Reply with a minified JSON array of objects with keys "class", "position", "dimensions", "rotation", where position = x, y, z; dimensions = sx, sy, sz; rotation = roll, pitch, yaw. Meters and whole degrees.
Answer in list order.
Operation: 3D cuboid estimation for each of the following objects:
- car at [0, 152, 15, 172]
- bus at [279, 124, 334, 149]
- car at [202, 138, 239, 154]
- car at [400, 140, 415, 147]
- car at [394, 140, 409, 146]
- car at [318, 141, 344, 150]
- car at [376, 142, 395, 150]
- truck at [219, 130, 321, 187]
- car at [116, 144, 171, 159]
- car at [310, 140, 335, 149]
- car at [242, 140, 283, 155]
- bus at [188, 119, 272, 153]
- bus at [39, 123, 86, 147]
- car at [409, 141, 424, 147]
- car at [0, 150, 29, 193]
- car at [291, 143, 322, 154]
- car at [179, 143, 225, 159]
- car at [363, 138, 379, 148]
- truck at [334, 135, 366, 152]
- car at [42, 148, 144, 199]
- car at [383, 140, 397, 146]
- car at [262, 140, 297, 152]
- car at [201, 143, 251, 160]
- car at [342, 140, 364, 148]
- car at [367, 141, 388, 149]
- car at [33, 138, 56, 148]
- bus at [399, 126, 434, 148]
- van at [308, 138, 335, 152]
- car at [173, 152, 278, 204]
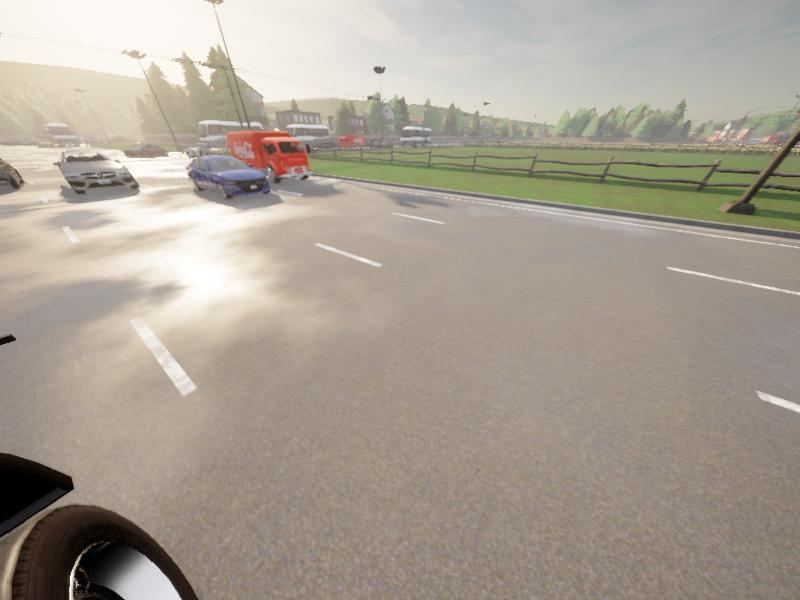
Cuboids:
[{"class":"car","position":[-29.837,-9.440,15.726],"dimensions":[1.812,1.442,4.674],"rotation":[-19,40,-25]},{"class":"bus","position":[-20.103,-35.956,50.939],"dimensions":[3.944,4.253,10.273],"rotation":[23,41,28]},{"class":"car","position":[-28.258,-24.357,36.478],"dimensions":[1.905,1.878,3.866],"rotation":[20,40,26]},{"class":"car","position":[2.141,-46.069,67.834],"dimensions":[1.882,1.535,5.008],"rotation":[22,40,27]},{"class":"car","position":[0.487,-48.165,70.788],"dimensions":[2.038,1.542,4.974],"rotation":[23,41,28]},{"class":"car","position":[-14.343,-32.359,48.304],"dimensions":[2.163,1.488,4.792],"rotation":[22,41,27]},{"class":"car","position":[-3.188,-34.470,51.501],"dimensions":[1.994,1.385,4.181],"rotation":[22,40,28]},{"class":"truck","position":[-7.703,-8.549,13.793],"dimensions":[5.204,2.467,2.627],"rotation":[24,41,29]},{"class":"car","position":[-31.350,-18.376,28.432],"dimensions":[1.994,1.385,4.181],"rotation":[3,35,4]},{"class":"car","position":[-16.729,-33.871,50.260],"dimensions":[2.242,1.667,4.611],"rotation":[24,41,30]},{"class":"car","position":[-20.870,-23.386,35.369],"dimensions":[2.242,1.667,4.611],"rotation":[21,40,26]},{"class":"bus","position":[-28.858,-28.378,40.120],"dimensions":[3.944,4.253,10.273],"rotation":[22,40,27]},{"class":"bus","position":[-77.811,-37.994,53.249],"dimensions":[10.273,4.253,3.944],"rotation":[23,41,28]},{"class":"car","position":[4.660,-44.507,65.856],"dimensions":[1.895,1.301,4.718],"rotation":[22,41,28]},{"class":"car","position":[-20.366,-6.267,11.231],"dimensions":[3.705,1.549,1.789],"rotation":[26,43,32]},{"class":"car","position":[-15.040,-24.622,37.438],"dimensions":[1.994,1.385,4.181],"rotation":[23,41,28]},{"class":"car","position":[-24.373,-18.535,28.631],"dimensions":[1.970,1.475,3.806],"rotation":[6,36,9]},{"class":"car","position":[-7.063,-38.574,56.812],"dimensions":[1.905,1.878,3.866],"rotation":[22,42,27]},{"class":"truck","position":[-9.361,-29.793,43.863],"dimensions":[2.627,2.467,5.204],"rotation":[22,41,27]},{"class":"car","position":[-15.323,-6.471,11.510],"dimensions":[5.027,1.651,2.152],"rotation":[24,42,30]},{"class":"car","position":[-3.162,-48.760,71.603],"dimensions":[2.007,1.525,4.514],"rotation":[22,41,28]},{"class":"car","position":[-20.971,-26.932,40.389],"dimensions":[2.242,1.667,4.611],"rotation":[22,41,28]},{"class":"car","position":[-20.932,-18.168,28.104],"dimensions":[2.007,1.525,4.514],"rotation":[7,36,9]},{"class":"car","position":[-11.546,-38.529,56.948],"dimensions":[2.152,1.651,5.027],"rotation":[22,40,27]},{"class":"car","position":[-5.201,-36.408,54.103],"dimensions":[2.128,1.511,4.902],"rotation":[22,40,27]},{"class":"car","position":[-74.934,-33.074,48.666],"dimensions":[5.366,1.575,1.801],"rotation":[22,41,28]},{"class":"bus","position":[4.234,-41.675,59.287],"dimensions":[3.944,4.253,10.273],"rotation":[22,40,27]},{"class":"van","position":[-14.462,-28.916,42.985],"dimensions":[1.775,1.987,4.442],"rotation":[22,41,27]},{"class":"car","position":[-8.145,-5.822,10.736],"dimensions":[5.008,1.535,1.882],"rotation":[23,41,29]}]
